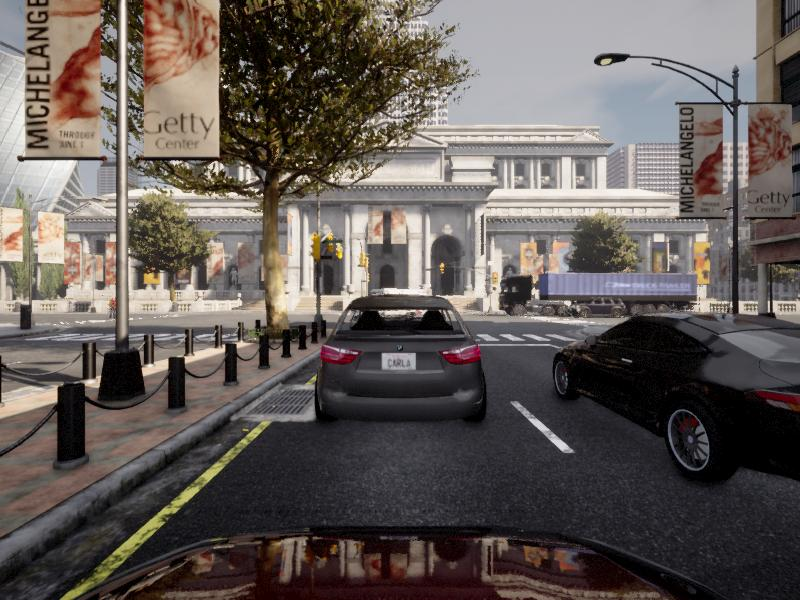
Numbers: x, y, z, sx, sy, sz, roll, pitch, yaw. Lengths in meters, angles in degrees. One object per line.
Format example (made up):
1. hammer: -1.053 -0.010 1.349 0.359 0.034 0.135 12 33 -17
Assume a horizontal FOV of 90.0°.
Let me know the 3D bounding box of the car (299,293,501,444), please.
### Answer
1. car: 0.019 0.756 6.742 2.242 1.667 4.611 0 0 0

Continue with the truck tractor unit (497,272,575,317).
1. truck tractor unit: 13.176 -0.522 39.189 6.516 4.208 3.053 0 0 0

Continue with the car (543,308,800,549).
1. car: 3.472 0.870 4.859 1.812 1.442 4.674 0 0 0

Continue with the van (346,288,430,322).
1. van: -0.894 0.378 32.002 6.366 2.431 2.351 0 0 -31

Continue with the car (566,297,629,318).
1. car: 17.544 0.651 35.659 4.605 1.855 1.932 0 0 1

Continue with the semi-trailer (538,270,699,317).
1. semi-trailer: 21.088 -0.618 39.160 14.254 4.402 2.717 0 0 0

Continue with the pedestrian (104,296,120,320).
1. pedestrian: -22.620 0.637 31.418 0.751 1.860 0.751 0 0 -2
